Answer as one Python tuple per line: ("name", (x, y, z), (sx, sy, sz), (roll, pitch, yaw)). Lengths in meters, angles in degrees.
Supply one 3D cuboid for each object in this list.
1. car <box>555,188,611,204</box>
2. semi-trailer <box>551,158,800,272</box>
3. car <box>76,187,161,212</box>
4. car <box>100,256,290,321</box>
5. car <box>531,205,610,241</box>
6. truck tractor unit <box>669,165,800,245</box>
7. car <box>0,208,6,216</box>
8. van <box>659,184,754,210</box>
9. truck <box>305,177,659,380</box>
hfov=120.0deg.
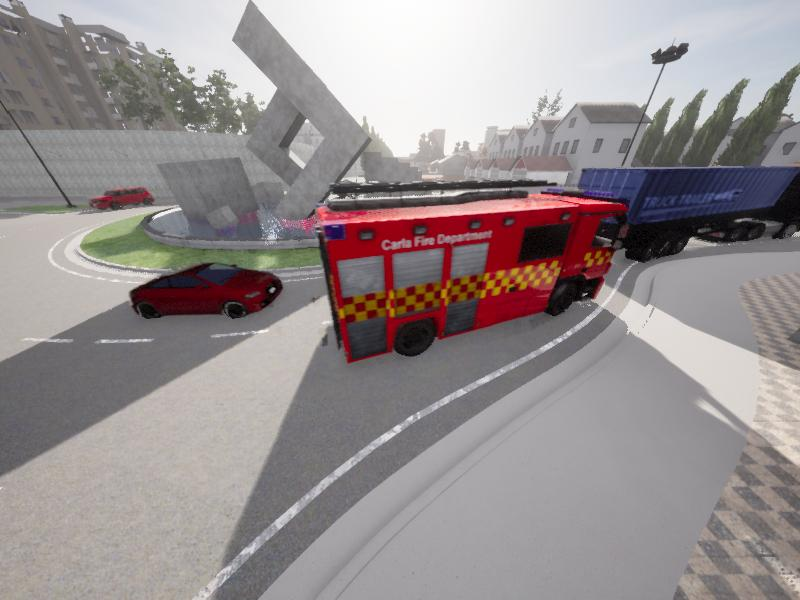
("car", (24.035, -13.804, 30.579), (5.238, 1.638, 1.930), (6, 30, 10))
("semi-trailer", (15.467, -5.091, 12.708), (14.254, 4.402, 2.717), (-11, 31, -18))
("car", (-31.543, -11.566, 26.296), (2.150, 2.045, 5.566), (3, 30, 6))
("car", (-6.368, -0.467, 7.751), (4.181, 1.385, 1.994), (-1, 30, -2))
("car", (12.015, -5.517, 16.287), (5.366, 1.575, 1.801), (-15, 34, -24))
("truck tractor unit", (22.965, -6.224, 14.864), (6.516, 4.208, 3.053), (-5, 30, -8))
("car", (-40.778, -8.781, 21.629), (3.866, 1.878, 1.905), (4, 30, 6))
("van", (34.522, -11.757, 26.247), (6.366, 2.431, 2.351), (0, 30, 1))
("truck", (2.147, -1.291, 6.723), (8.468, 3.827, 2.891), (-11, 32, -18))
